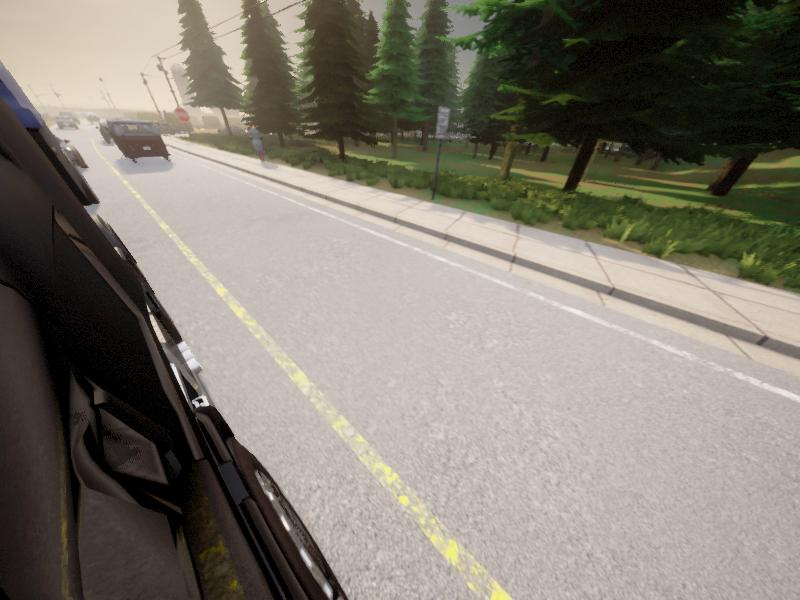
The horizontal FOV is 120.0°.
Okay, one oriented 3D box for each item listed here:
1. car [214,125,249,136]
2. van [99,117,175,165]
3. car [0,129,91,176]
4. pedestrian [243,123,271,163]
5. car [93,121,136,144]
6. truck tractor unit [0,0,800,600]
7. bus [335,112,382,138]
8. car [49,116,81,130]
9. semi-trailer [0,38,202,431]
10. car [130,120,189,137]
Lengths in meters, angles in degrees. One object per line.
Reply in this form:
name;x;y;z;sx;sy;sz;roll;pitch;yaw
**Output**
car;-28.378;-28.686;39.052;1.994;1.385;4.181;27;43;29
van;-15.384;-9.370;13.512;4.442;1.987;1.775;29;44;31
car;-16.441;-6.919;10.681;4.181;1.385;1.994;29;44;30
pedestrian;-8.423;-9.248;13.628;0.751;1.860;0.751;-24;44;-31
car;-26.860;-15.789;21.734;4.892;1.490;1.837;30;45;32
truck tractor unit;-2.645;-0.295;0.351;6.516;4.208;3.053;28;44;30
bus;-9.053;-39.746;52.730;3.944;4.253;10.273;28;44;30
car;-49.432;-26.239;34.194;4.902;1.511;2.128;30;45;32
semi-trailer;-8.732;-3.586;4.190;14.254;4.402;2.717;28;43;29
car;-31.816;-22.888;30.845;2.152;1.651;5.027;9;37;9
